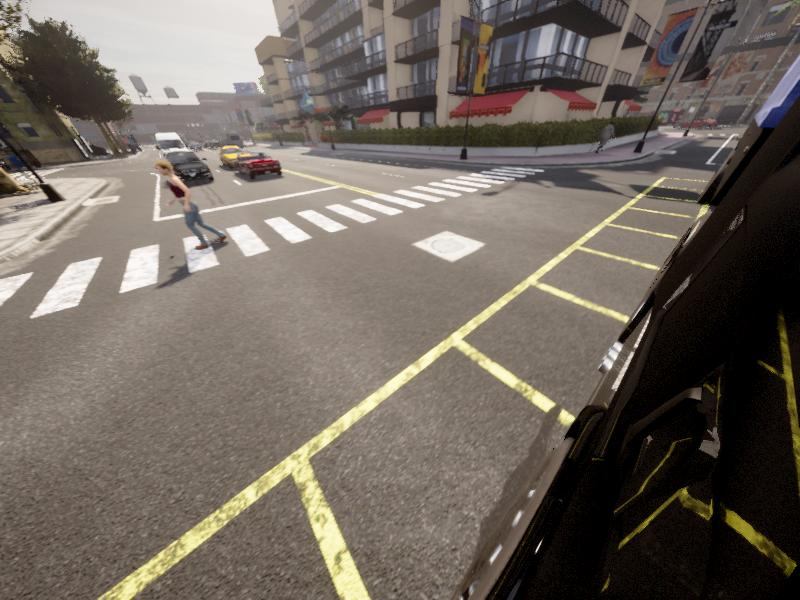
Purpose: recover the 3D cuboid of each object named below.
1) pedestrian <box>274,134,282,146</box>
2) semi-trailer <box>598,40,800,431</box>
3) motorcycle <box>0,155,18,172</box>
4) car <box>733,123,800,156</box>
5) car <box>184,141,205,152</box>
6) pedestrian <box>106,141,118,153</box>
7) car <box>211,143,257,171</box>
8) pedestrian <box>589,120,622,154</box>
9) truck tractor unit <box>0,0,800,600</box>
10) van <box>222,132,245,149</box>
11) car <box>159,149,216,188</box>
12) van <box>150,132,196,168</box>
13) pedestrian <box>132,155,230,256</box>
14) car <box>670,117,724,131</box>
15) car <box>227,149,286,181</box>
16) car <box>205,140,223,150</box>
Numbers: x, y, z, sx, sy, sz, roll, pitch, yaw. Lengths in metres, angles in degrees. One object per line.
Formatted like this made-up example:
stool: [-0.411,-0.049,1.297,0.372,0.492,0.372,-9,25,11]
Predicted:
pedestrian: [-23.536,-30.902,44.569,0.751,1.860,0.751,-31,45,-33]
semi-trailer: [8.700,-3.600,4.233,14.254,4.402,2.717,-28,44,-30]
motorcycle: [-40.334,-13.747,23.221,2.356,1.277,0.764,11,49,17]
car: [24.290,-10.665,15.249,5.357,1.411,2.033,-28,44,-30]
car: [-37.644,-28.049,42.208,2.128,1.511,4.902,-28,44,-30]
pedestrian: [-58.849,-31.243,47.198,0.751,1.860,0.751,30,47,36]
car: [-13.809,-11.952,19.159,1.801,1.575,5.366,-28,44,-30]
pedestrian: [14.014,-11.118,15.804,0.751,1.860,0.751,-13,38,-14]
truck tractor unit: [2.645,-0.295,0.351,6.516,4.208,3.053,-28,44,-30]
van: [-33.886,-32.385,46.916,1.988,2.561,5.915,-28,44,-30]
car: [-13.028,-8.153,14.102,1.837,1.490,4.892,-28,44,-30]
van: [-22.285,-14.815,22.711,1.988,2.561,5.915,-28,43,-30]
pedestrian: [-4.674,-2.064,5.099,0.751,1.860,0.751,-25,42,-27]
car: [49.492,-29.435,38.610,2.152,1.651,5.027,-24,42,-26]
car: [-9.341,-8.821,14.935,1.895,1.301,4.718,-28,44,-30]
car: [-37.086,-30.905,46.007,1.837,1.490,4.892,-28,44,-30]
